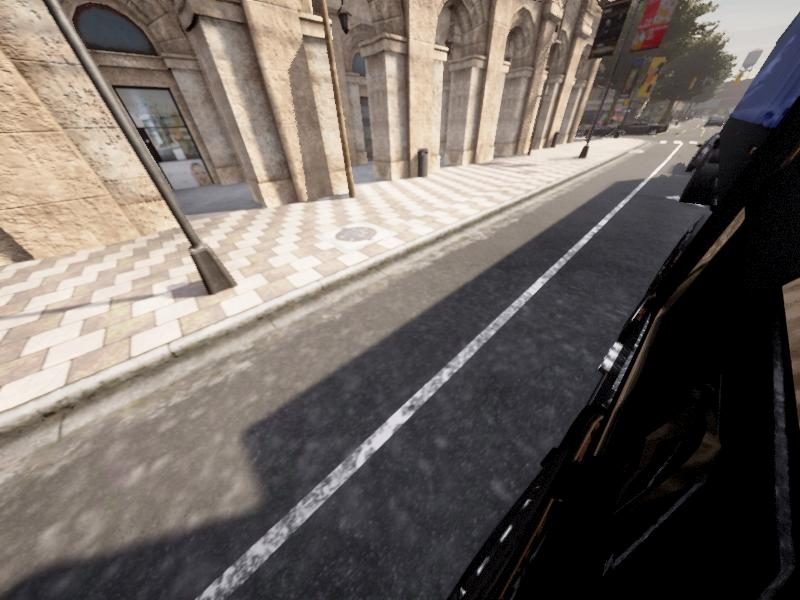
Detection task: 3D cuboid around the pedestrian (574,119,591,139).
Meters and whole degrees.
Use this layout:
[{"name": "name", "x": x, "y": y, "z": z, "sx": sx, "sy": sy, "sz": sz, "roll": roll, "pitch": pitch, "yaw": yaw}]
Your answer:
[{"name": "pedestrian", "x": 21.601, "y": -20.210, "z": 27.366, "sx": 0.751, "sy": 1.860, "sz": 0.751, "roll": -17, "pitch": 39, "yaw": -19}]

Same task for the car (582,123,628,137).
[{"name": "car", "x": 28.056, "y": -23.255, "z": 31.714, "sx": 1.994, "sy": 1.385, "sz": 4.181, "roll": -32, "pitch": 46, "yaw": -33}]

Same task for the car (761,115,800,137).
[{"name": "car", "x": 39.753, "y": -17.299, "z": 22.834, "sx": 5.366, "sy": 1.575, "sz": 1.801, "roll": -9, "pitch": 37, "yaw": -8}]

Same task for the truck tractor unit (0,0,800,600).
[{"name": "truck tractor unit", "x": 2.645, "y": -0.295, "z": 0.351, "sx": 6.516, "sy": 4.208, "sz": 3.053, "roll": -28, "pitch": 44, "yaw": -30}]

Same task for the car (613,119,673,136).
[{"name": "car", "x": 32.923, "y": -23.484, "z": 31.476, "sx": 1.930, "sy": 1.638, "sz": 5.238, "roll": -31, "pitch": 45, "yaw": -32}]

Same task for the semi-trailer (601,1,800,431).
[{"name": "semi-trailer", "x": 8.500, "y": -3.739, "z": 4.405, "sx": 14.254, "sy": 4.402, "sz": 2.717, "roll": -31, "pitch": 45, "yaw": -32}]

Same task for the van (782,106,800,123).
[{"name": "van", "x": 74.216, "y": -34.406, "z": 42.707, "sx": 6.366, "sy": 2.431, "sz": 2.351, "roll": -31, "pitch": 45, "yaw": -32}]

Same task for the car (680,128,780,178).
[{"name": "car", "x": 14.518, "y": -6.690, "z": 10.373, "sx": 3.633, "sy": 1.501, "sz": 1.845, "roll": -31, "pitch": 45, "yaw": -33}]

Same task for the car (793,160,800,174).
[{"name": "car", "x": 16.512, "y": -5.006, "z": 7.981, "sx": 4.974, "sy": 1.542, "sz": 2.038, "roll": -31, "pitch": 45, "yaw": -32}]
